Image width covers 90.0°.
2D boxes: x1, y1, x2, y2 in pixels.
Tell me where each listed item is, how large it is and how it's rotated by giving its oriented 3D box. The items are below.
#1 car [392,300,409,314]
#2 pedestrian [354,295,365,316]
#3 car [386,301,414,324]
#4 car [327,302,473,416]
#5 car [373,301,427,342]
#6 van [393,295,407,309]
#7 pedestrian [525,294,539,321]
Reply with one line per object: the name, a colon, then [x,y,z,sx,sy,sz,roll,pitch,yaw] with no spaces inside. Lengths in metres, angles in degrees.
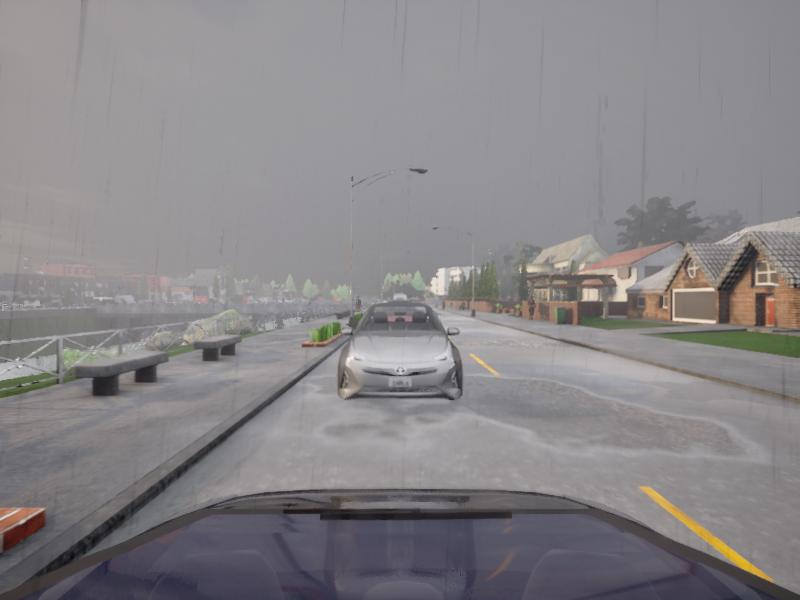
car: [0.019,0.765,46.999,1.882,1.535,5.008,0,0,0]
pedestrian: [-3.720,0.488,36.730,0.751,1.860,0.751,0,0,-27]
car: [0.012,0.820,27.774,1.816,1.474,4.193,0,0,0]
car: [0.004,0.817,7.744,2.007,1.525,4.514,0,0,0]
car: [0.008,0.807,17.189,2.007,1.525,4.514,0,0,0]
van: [0.028,0.286,71.903,2.351,2.431,6.366,0,0,0]
pedestrian: [8.955,0.499,27.211,0.751,1.860,0.751,0,0,8]
